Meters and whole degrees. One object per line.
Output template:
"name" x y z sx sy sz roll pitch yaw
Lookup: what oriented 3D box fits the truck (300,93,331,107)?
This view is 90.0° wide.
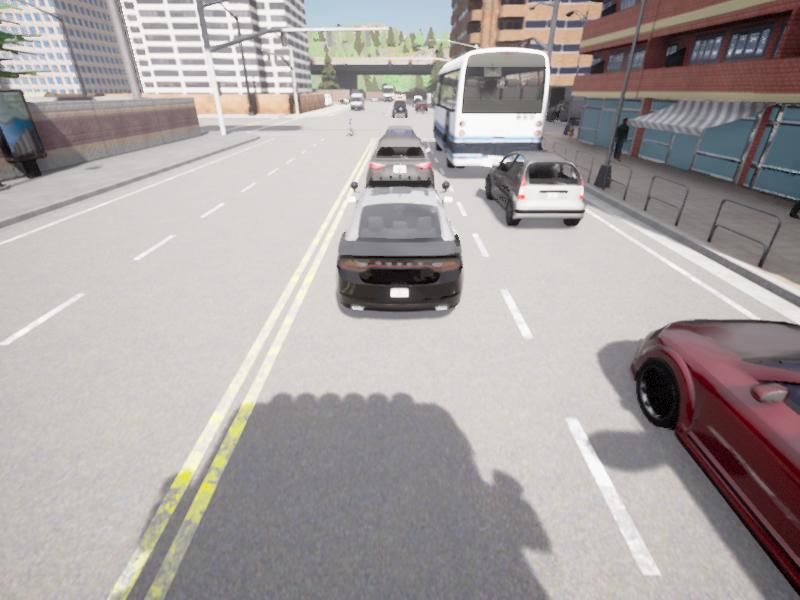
"truck" -16.168 -38.421 76.821 5.204 2.467 2.615 0 28 0

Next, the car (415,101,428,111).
"car" 3.498 -32.012 66.010 1.812 1.442 4.674 0 28 0

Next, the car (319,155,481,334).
"car" -0.002 -1.472 7.468 1.930 1.638 5.238 0 28 0

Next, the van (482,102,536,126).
"van" 10.386 -17.883 38.452 4.442 1.987 1.775 0 28 0

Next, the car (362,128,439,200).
"car" 0.001 -4.909 14.000 2.242 1.667 4.611 0 28 0

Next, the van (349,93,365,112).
"van" -7.005 -32.549 65.794 1.988 2.561 5.915 0 28 0

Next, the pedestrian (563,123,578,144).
"pedestrian" 10.262 -10.026 24.058 0.500 1.100 0.500 2 28 3

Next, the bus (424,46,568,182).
"bus" 3.381 -8.611 18.294 3.944 4.253 10.273 0 28 0

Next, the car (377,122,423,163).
"car" 0.002 -8.210 20.602 2.033 1.411 5.357 0 28 0

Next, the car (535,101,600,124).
"car" 17.218 -19.476 41.436 5.566 2.045 2.150 0 28 1

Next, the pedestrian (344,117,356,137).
"pedestrian" -3.607 -12.427 28.699 0.751 1.300 0.751 -5 28 -9

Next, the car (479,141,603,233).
"car" 3.503 -3.225 10.856 1.851 1.617 3.988 0 28 0

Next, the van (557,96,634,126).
"van" 18.500 -18.064 38.211 5.915 2.561 1.988 0 28 0

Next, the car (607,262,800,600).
"car" 3.495 1.194 2.675 1.994 1.385 4.181 0 28 1

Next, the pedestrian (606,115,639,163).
"pedestrian" 9.652 -7.008 17.436 0.751 1.860 0.751 8 29 15

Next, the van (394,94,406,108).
"van" 0.001 -39.148 78.564 2.351 2.431 6.366 0 28 0

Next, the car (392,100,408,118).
"car" 0.000 -24.273 50.744 1.905 1.878 3.866 0 28 0

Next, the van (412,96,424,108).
"van" 3.498 -39.399 79.482 2.069 2.038 4.480 0 28 0

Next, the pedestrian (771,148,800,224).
"pedestrian" 9.834 -2.819 9.437 0.751 1.860 0.751 0 28 0

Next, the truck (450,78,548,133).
"truck" 8.456 -16.583 33.985 8.468 3.827 2.891 -20 33 -33
